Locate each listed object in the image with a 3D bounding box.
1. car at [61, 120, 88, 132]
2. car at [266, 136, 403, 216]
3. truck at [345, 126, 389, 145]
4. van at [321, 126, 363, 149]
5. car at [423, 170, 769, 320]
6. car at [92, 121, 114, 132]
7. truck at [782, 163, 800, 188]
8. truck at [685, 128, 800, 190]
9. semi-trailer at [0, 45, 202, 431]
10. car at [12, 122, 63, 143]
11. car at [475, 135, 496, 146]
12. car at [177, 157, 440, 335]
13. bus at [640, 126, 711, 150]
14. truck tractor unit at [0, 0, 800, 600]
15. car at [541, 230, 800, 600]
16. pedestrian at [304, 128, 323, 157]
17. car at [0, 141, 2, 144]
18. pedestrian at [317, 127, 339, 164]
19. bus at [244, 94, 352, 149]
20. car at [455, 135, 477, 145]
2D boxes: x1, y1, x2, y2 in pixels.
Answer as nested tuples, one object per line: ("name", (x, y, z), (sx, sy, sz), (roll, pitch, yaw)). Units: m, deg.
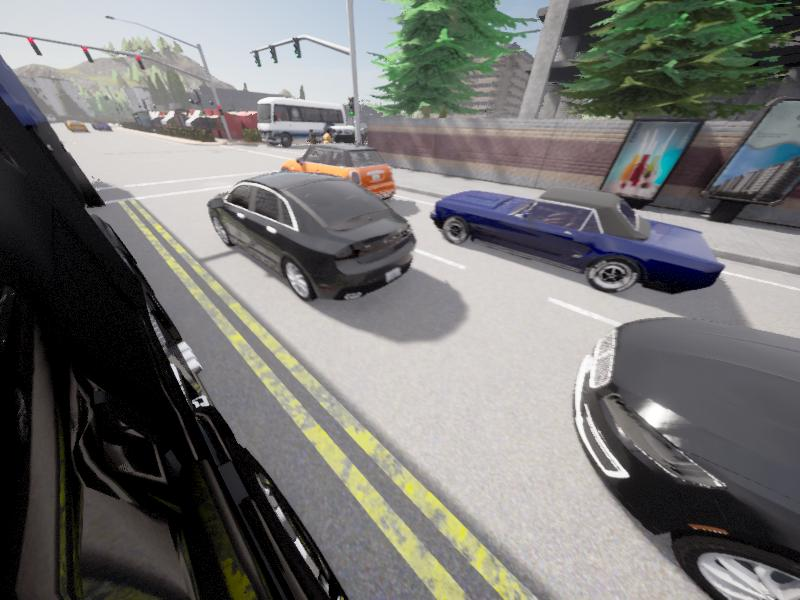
("car", (-58.403, -31.264, 41.472), (4.792, 1.488, 2.163), (28, 44, 30))
("car", (-2.345, -4.616, 8.180), (4.553, 1.767, 2.097), (28, 44, 30))
("truck", (-4.671, -24.187, 33.964), (2.390, 2.098, 6.274), (27, 44, 30))
("van", (-6.760, -19.471, 27.588), (2.069, 2.038, 4.480), (24, 42, 27))
("car", (3.004, -1.598, 4.807), (4.718, 1.301, 1.895), (28, 44, 30))
("car", (-55.784, -32.608, 43.406), (4.193, 1.474, 1.816), (28, 44, 30))
("truck", (22.736, -6.507, 11.094), (2.615, 2.467, 5.204), (28, 44, 30))
("truck", (19.435, -8.240, 13.258), (2.615, 2.467, 5.204), (28, 44, 30))
("semi-trailer", (-8.707, -3.568, 4.262), (14.254, 4.402, 2.717), (28, 44, 30))
("car", (-35.901, -16.678, 22.999), (4.792, 1.488, 2.163), (28, 44, 30))
("car", (14.850, -27.772, 40.168), (1.789, 1.549, 3.705), (27, 44, 30))
("car", (-1.933, -1.540, 4.326), (4.892, 1.490, 1.837), (28, 44, 30))
("bus", (67.021, -39.930, 56.817), (10.273, 4.253, 3.944), (28, 44, 30))
("truck tractor unit", (-2.645, -0.295, 0.352), (6.516, 4.208, 3.053), (28, 44, 30))
("car", (3.583, 1.361, 0.702), (4.892, 1.490, 1.837), (28, 44, 30))
("pedestrian", (-6.967, -12.729, 18.664), (0.751, 1.860, 0.751), (27, 44, 30))
("car", (-34.589, -13.330, 18.488), (5.366, 1.575, 1.801), (29, 44, 31))
("pedestrian", (-4.468, -9.599, 14.408), (0.751, 1.860, 0.751), (31, 46, 33))
("bus", (-11.029, -20.477, 26.881), (3.944, 4.253, 10.273), (27, 44, 30))
("car", (11.985, -28.979, 41.804), (1.994, 1.385, 4.181), (27, 44, 30))
